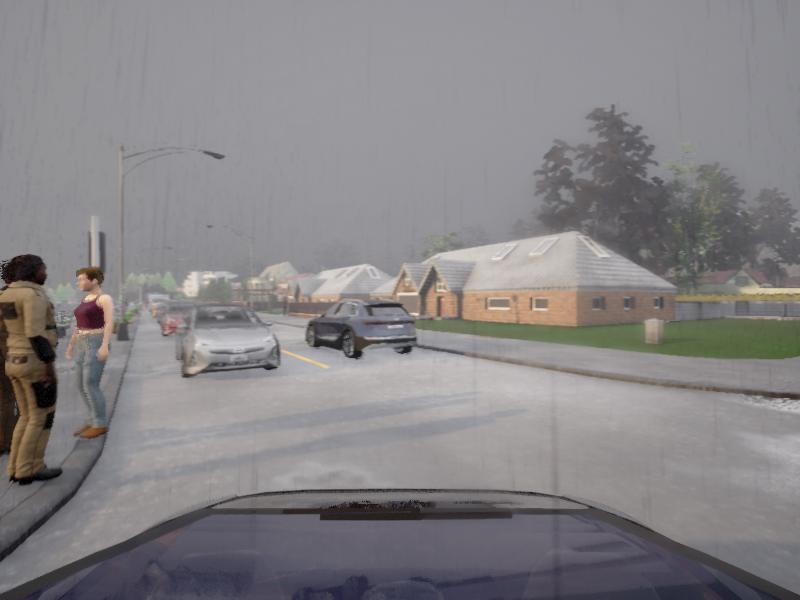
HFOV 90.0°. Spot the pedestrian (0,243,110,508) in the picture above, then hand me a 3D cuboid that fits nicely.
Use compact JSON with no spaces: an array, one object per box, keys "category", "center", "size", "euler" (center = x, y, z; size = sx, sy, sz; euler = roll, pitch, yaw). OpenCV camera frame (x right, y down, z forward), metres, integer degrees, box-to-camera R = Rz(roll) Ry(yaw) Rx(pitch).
[{"category":"pedestrian","center":[-3.007,0.532,3.273],"size":[0.751,1.860,0.751],"euler":[0,0,25]}]

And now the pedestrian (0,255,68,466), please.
[{"category":"pedestrian","center":[-3.720,0.535,3.859],"size":[0.751,1.860,0.751],"euler":[0,0,-36]}]

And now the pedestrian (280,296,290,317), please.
[{"category":"pedestrian","center":[-10.435,0.600,36.310],"size":[0.751,1.860,0.751],"euler":[0,0,-32]}]

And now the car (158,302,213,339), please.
[{"category":"car","center":[-10.397,0.886,19.210],"size":[2.007,1.525,4.514],"euler":[0,0,-33]}]

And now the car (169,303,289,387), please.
[{"category":"car","center":[-4.411,0.854,9.842],"size":[2.007,1.525,4.514],"euler":[0,0,-33]}]

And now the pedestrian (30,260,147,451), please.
[{"category":"pedestrian","center":[-3.387,0.542,4.384],"size":[0.751,1.860,0.751],"euler":[0,0,25]}]

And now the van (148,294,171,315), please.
[{"category":"van","center":[-30.989,0.543,51.427],"size":[2.351,2.431,6.366],"euler":[0,0,-33]}]

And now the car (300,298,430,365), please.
[{"category":"car","center":[-1.335,0.791,12.459],"size":[2.033,1.649,4.856],"euler":[0,0,-32]}]

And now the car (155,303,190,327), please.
[{"category":"car","center":[-15.654,0.939,27.442],"size":[1.816,1.474,4.193],"euler":[0,0,-33]}]
